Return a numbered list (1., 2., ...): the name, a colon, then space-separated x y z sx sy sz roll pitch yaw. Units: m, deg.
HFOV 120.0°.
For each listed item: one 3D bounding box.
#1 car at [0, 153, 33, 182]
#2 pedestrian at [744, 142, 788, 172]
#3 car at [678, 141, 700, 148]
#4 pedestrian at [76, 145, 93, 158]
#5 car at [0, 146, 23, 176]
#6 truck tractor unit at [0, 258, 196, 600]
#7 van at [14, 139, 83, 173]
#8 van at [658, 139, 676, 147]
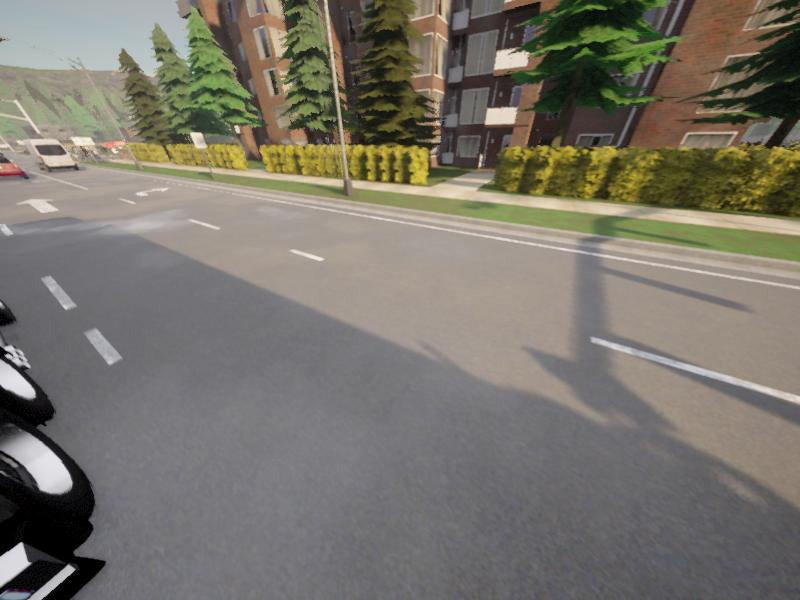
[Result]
1. car: -29.819 -9.857 17.131 3.988 1.617 1.851 19 39 25
2. pedestrian: 26.996 -10.602 17.105 0.751 1.860 0.751 20 39 26
3. car: 79.896 -43.033 63.931 2.242 1.667 4.611 19 39 26
4. pedestrian: -53.125 -24.976 38.904 0.751 1.860 0.751 21 40 28
5. car: -35.927 -12.108 20.055 5.566 2.045 2.150 19 39 25
6. truck tractor unit: -5.105 -0.304 0.804 6.516 4.208 3.053 19 39 25
7. van: -33.675 -13.882 22.157 5.915 2.561 1.988 19 39 25
8. van: 79.901 -47.042 69.274 2.069 2.038 4.480 19 39 26
